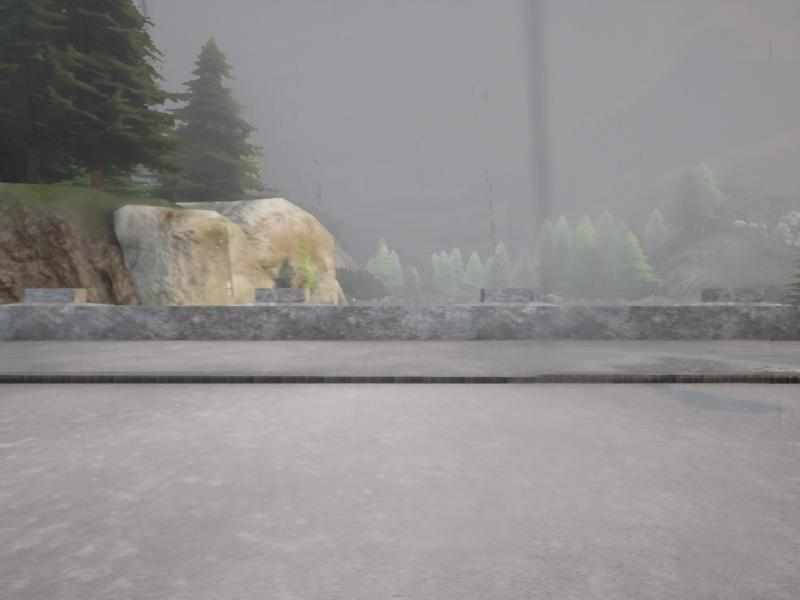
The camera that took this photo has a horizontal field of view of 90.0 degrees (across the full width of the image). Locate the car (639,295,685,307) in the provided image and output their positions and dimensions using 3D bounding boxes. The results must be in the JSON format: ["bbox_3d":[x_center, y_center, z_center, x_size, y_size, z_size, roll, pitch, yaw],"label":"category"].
[{"bbox_3d":[36.795,0.165,56.237,5.238,1.638,1.930,0,0,0],"label":"car"}]

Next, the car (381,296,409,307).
[{"bbox_3d":[-0.657,0.254,56.206,3.806,1.475,1.970,0,0,0],"label":"car"}]

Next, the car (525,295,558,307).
[{"bbox_3d":[19.866,0.185,56.219,3.988,1.617,1.851,0,0,0],"label":"car"}]
